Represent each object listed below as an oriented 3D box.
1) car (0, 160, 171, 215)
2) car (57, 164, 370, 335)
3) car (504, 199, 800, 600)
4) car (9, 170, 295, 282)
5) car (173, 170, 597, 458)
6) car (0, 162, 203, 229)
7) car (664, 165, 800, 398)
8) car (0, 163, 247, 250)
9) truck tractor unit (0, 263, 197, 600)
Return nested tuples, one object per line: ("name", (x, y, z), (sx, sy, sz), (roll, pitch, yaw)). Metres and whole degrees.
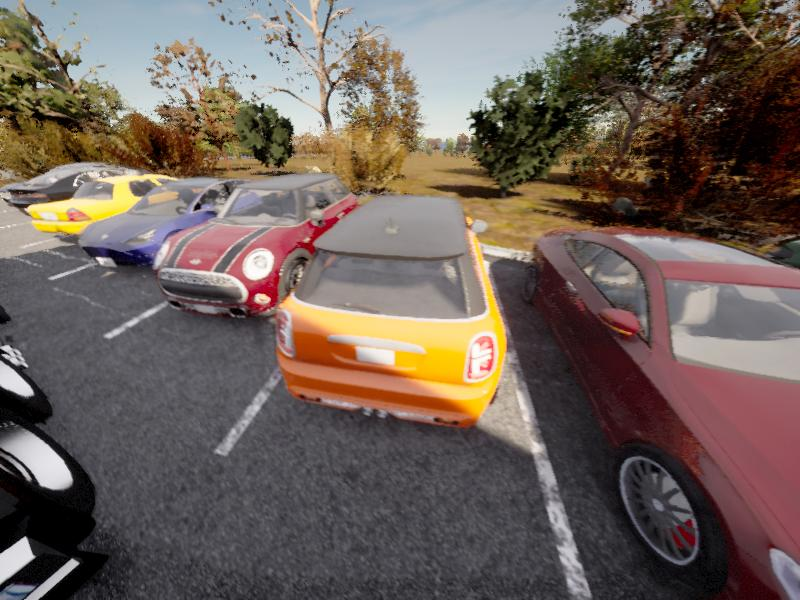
("car", (-14.130, -5.314, 10.467), (2.231, 1.521, 4.892), (6, 35, 8))
("car", (-2.381, -1.606, 4.793), (2.185, 1.767, 4.553), (6, 35, 8))
("car", (2.767, 0.223, 2.398), (2.002, 1.452, 4.674), (6, 35, 8))
("car", (-5.324, -2.401, 6.237), (2.163, 1.488, 4.792), (6, 35, 8))
("car", (0.177, -0.734, 3.511), (2.185, 1.767, 4.553), (5, 35, 8))
("car", (-11.199, -4.350, 9.052), (2.231, 1.521, 4.892), (6, 34, 8))
("car", (5.344, 0.804, 1.026), (2.435, 2.045, 5.566), (5, 35, 8))
("car", (-8.233, -3.503, 7.800), (1.946, 1.575, 5.366), (6, 34, 8))
("truck tractor unit", (-5.115, -0.294, 0.784), (6.516, 4.208, 3.053), (18, 39, 24))
